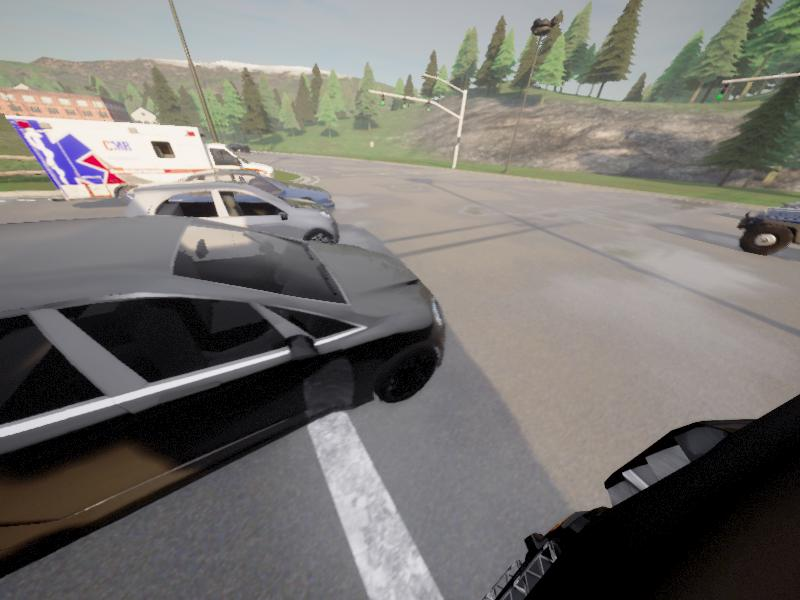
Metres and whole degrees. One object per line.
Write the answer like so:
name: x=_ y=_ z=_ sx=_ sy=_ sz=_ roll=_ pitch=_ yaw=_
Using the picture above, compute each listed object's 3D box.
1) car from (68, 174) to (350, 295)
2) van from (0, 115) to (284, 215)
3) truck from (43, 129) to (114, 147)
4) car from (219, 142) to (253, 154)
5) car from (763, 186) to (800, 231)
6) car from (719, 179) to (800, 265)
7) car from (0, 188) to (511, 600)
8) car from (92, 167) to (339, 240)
car: x=-3.156 y=-1.633 z=4.796 sx=3.633 sy=1.501 sz=1.845 roll=-17 pitch=39 yaw=-28
van: x=-8.309 y=-5.030 z=8.697 sx=6.366 sy=2.431 sz=2.351 roll=-17 pitch=39 yaw=-28
truck: x=-52.141 y=-26.391 z=37.723 sx=6.274 sy=2.098 sz=2.390 roll=-5 pitch=34 yaw=-12
car: x=-29.183 y=-27.080 z=41.129 sx=4.892 sy=1.490 sz=1.837 roll=10 pitch=33 yaw=11
car: x=18.361 y=-3.065 z=8.678 sx=2.128 sy=1.511 sz=4.902 roll=-19 pitch=39 yaw=-30
car: x=11.943 y=-1.799 z=5.916 sx=1.905 sy=1.878 sz=3.866 roll=-19 pitch=40 yaw=-30
car: x=-1.707 y=0.204 z=2.015 sx=4.611 sy=1.667 sz=2.242 roll=-17 pitch=39 yaw=-27
car: x=-4.956 y=-3.316 z=7.315 sx=5.357 sy=1.411 sz=2.033 roll=-19 pitch=39 yaw=-29
